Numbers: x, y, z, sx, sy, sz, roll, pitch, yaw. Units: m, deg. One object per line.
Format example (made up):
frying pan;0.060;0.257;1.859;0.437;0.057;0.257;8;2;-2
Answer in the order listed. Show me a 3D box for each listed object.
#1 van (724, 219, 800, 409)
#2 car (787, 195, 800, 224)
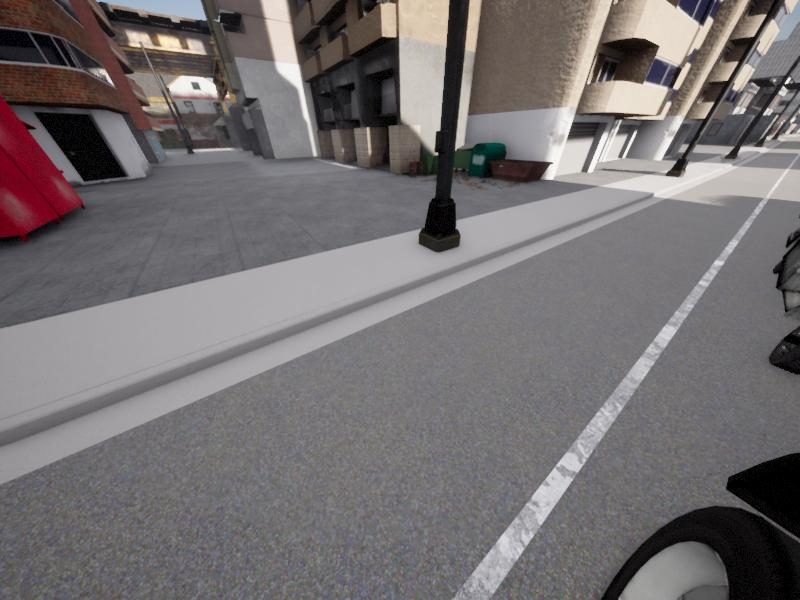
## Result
van;7.038;-0.621;2.653;6.366;2.431;2.351;-22;40;-28
car;14.899;-3.381;7.302;4.902;1.511;2.128;-22;40;-27
